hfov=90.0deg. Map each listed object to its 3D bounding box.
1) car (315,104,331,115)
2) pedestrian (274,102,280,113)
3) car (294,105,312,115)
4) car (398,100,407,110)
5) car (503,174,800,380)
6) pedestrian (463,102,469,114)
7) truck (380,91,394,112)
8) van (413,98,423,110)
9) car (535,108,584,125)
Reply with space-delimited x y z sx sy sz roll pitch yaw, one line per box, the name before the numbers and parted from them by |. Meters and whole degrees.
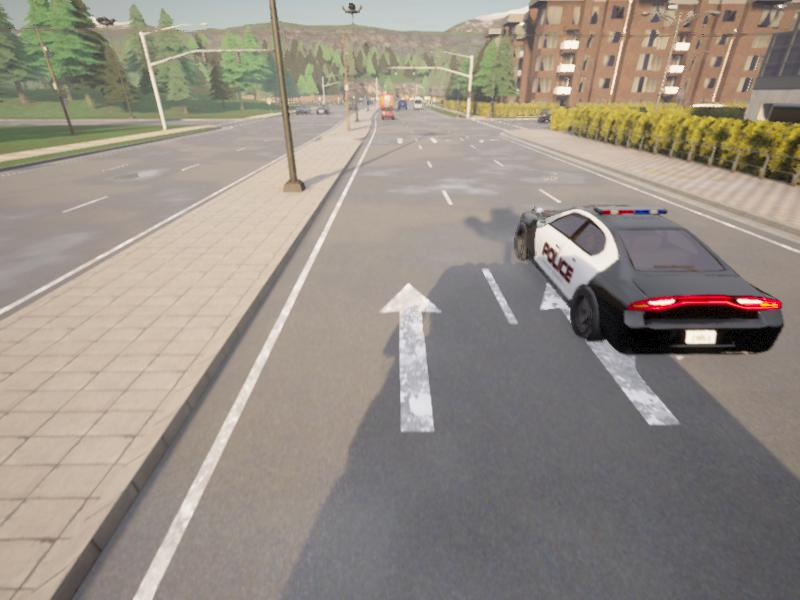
car | -13.984 -34.627 72.687 2.033 1.649 4.856 -1 27 -1
pedestrian | -22.767 -35.618 73.989 0.751 1.860 0.751 -1 27 -2
car | -17.444 -34.305 72.177 2.038 1.542 4.974 -1 27 -1
car | 0.611 -47.413 97.186 2.150 2.045 5.566 0 27 -1
car | 3.434 -0.869 6.682 2.038 1.542 4.974 0 27 -1
pedestrian | 11.256 -32.942 68.650 0.751 1.860 0.751 -1 27 -1
truck | -2.725 -43.285 87.164 2.891 3.827 8.468 0 27 -1
van | 4.154 -46.471 94.789 1.988 2.561 5.915 0 27 -1
car | 18.673 -21.579 46.988 4.611 1.667 2.242 0 27 1
